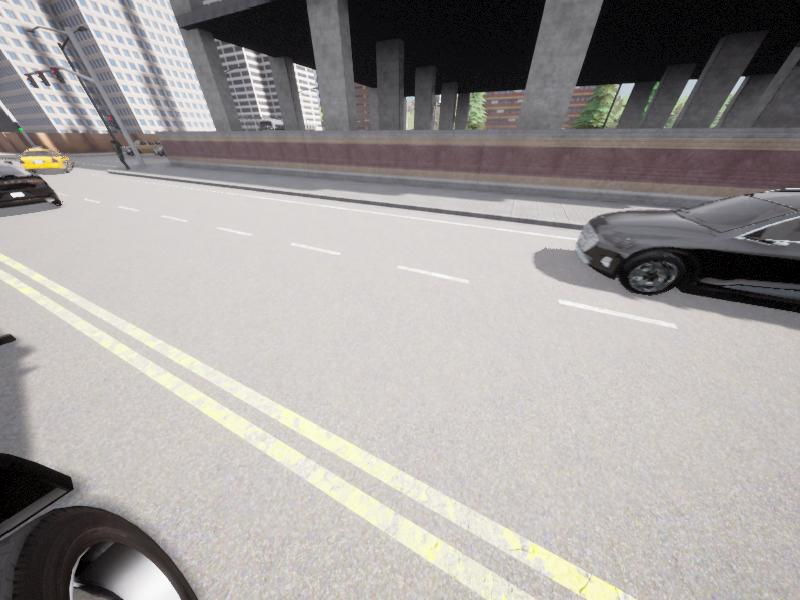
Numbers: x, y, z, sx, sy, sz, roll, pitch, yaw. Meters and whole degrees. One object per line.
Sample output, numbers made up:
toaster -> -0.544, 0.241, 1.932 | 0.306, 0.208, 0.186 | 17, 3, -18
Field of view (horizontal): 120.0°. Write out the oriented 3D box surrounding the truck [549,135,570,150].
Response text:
truck -> 33.311, -33.045, 48.466 | 2.615, 2.467, 5.204 | 15, 38, 20

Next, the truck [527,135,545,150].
truck -> 29.400, -34.101, 49.938 | 2.615, 2.467, 5.204 | 15, 38, 20

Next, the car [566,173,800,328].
car -> 5.960, -0.872, 3.761 | 4.856, 1.649, 2.033 | 15, 38, 20

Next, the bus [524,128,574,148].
bus -> 39.933, -43.885, 62.576 | 10.273, 4.253, 3.944 | 15, 38, 20

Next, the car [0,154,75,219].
car -> -15.228, -4.339, 8.537 | 5.238, 1.638, 1.930 | 15, 38, 20

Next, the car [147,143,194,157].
car -> -30.674, -20.190, 31.035 | 1.970, 1.475, 3.806 | 15, 38, 20

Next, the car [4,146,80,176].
car -> -26.458, -10.577, 17.356 | 1.801, 1.575, 5.366 | -27, 43, -34

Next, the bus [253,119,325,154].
bus -> -18.065, -27.483, 39.028 | 3.944, 4.253, 10.273 | 15, 38, 20

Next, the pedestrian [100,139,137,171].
pedestrian -> -20.305, -10.487, 16.717 | 0.751, 1.860, 0.751 | -10, 36, -14

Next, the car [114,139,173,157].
car -> -34.388, -20.515, 31.126 | 1.932, 1.855, 4.605 | 17, 38, 22
